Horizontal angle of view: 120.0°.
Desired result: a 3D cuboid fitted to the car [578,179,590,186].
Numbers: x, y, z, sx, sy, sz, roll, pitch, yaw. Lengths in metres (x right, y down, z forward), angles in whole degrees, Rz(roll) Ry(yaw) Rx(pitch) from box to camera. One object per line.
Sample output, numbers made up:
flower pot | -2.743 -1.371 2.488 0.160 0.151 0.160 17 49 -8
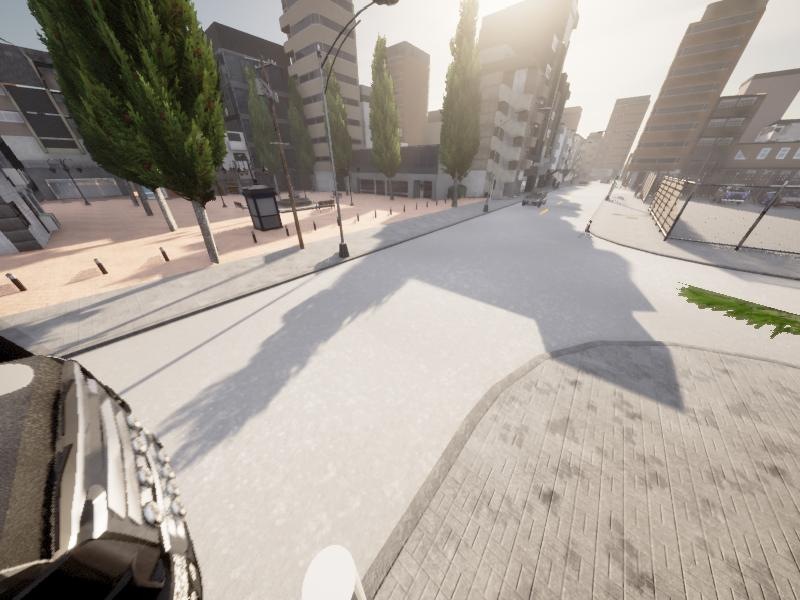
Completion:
car | 49.013 -31.361 61.455 1.895 1.301 4.718 23 37 34

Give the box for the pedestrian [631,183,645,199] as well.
pedestrian | 33.060 -15.158 32.146 0.751 1.860 0.751 23 37 34

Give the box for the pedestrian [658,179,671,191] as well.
pedestrian | 49.273 -21.478 43.073 0.751 1.860 0.751 16 33 25

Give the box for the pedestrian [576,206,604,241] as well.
pedestrian | 11.733 -4.720 14.272 0.751 1.860 0.751 22 36 33

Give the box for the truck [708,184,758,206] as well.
truck | 40.630 -13.001 28.353 2.069 2.038 4.478 23 37 34

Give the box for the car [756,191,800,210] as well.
car | 43.557 -11.395 26.194 2.033 1.415 5.357 23 37 34

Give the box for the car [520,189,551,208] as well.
car | 16.042 -12.014 27.288 2.007 1.525 4.514 23 37 34

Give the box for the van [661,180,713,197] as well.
van | 45.253 -17.703 36.629 4.480 2.038 2.069 23 37 34

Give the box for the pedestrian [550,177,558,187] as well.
pedestrian | 34.104 -26.139 51.164 0.751 1.860 0.751 -23 37 -35
